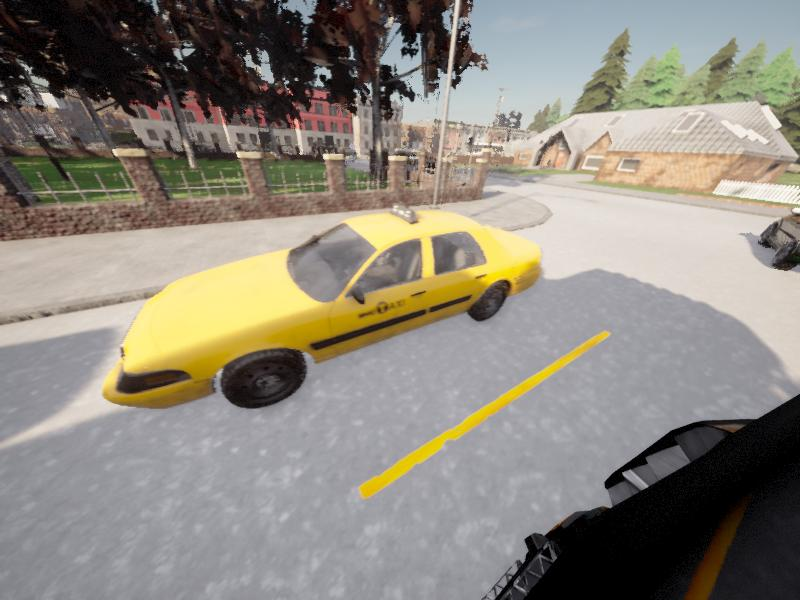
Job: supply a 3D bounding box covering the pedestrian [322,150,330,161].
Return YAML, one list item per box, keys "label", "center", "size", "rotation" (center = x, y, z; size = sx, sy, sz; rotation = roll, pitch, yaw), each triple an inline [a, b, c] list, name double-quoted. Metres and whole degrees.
- label: "pedestrian"
  center: [-10.865, -21.239, 33.937]
  size: [0.751, 1.300, 0.751]
  rotation: [-16, 38, -26]

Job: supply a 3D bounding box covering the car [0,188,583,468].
- label: "car"
  center: [-0.231, -0.435, 3.172]
  size: [5.366, 1.575, 1.801]
  rotation: [-16, 38, -25]

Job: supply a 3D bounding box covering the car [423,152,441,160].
- label: "car"
  center: [7.616, -34.140, 54.760]
  size: [3.633, 1.501, 1.845]
  rotation: [-16, 38, -26]

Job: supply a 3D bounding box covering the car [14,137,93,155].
- label: "car"
  center: [-39.959, -17.888, 26.879]
  size: [4.514, 1.525, 2.007]
  rotation: [-16, 38, -26]

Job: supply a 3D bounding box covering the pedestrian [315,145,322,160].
- label: "pedestrian"
  center: [-12.602, -22.855, 35.754]
  size: [0.751, 1.860, 0.751]
  rotation: [-10, 35, -18]

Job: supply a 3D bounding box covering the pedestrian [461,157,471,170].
- label: "pedestrian"
  center: [8.517, -17.563, 29.714]
  size: [0.751, 1.300, 0.751]
  rotation: [-9, 35, -17]

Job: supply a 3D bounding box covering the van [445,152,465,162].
- label: "van"
  center: [13.720, -35.908, 57.839]
  size: [4.442, 1.987, 1.775]
  rotation: [-16, 38, -26]

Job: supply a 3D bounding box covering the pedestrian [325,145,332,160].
- label: "pedestrian"
  center: [-11.197, -22.976, 36.034]
  size: [0.751, 1.860, 0.751]
  rotation: [-2, 34, -7]

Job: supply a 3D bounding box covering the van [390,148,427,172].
- label: "van"
  center: [0.793, -15.783, 26.047]
  size: [2.069, 2.038, 4.480]
  rotation: [-16, 38, -26]

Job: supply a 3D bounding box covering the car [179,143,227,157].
- label: "car"
  center: [-27.921, -21.340, 32.964]
  size: [4.892, 1.490, 1.837]
  rotation: [-17, 38, -27]

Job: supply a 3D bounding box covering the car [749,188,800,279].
- label: "car"
  center: [11.096, -1.637, 5.751]
  size: [3.988, 1.617, 1.851]
  rotation: [-25, 42, -35]

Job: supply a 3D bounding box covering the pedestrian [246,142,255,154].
- label: "pedestrian"
  center: [-27.147, -27.623, 41.959]
  size: [0.751, 1.860, 0.751]
  rotation: [-26, 43, -36]

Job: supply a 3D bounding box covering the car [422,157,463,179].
- label: "car"
  center: [3.887, -12.507, 21.769]
  size: [1.845, 1.501, 3.633]
  rotation: [-16, 38, -26]

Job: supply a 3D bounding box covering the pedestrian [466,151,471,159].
- label: "pedestrian"
  center: [20.126, -42.302, 67.530]
  size: [0.751, 1.860, 0.751]
  rotation: [-16, 38, -25]

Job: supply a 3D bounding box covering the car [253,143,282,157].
- label: "car"
  center: [-22.568, -25.567, 39.371]
  size: [3.866, 1.878, 1.905]
  rotation: [-16, 38, -25]

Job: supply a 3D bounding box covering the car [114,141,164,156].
- label: "car"
  center: [-33.742, -19.690, 30.010]
  size: [3.705, 1.549, 1.789]
  rotation: [-16, 38, -26]

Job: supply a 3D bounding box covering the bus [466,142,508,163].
- label: "bus"
  center: [23.342, -39.520, 61.909]
  size: [10.273, 4.253, 3.944]
  rotation: [-16, 38, -26]

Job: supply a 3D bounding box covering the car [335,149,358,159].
- label: "car"
  center: [-9.940, -27.196, 43.034]
  size: [3.633, 1.501, 1.845]
  rotation: [13, 35, 16]

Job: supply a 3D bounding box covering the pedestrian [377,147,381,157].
- label: "pedestrian"
  center: [-4.852, -33.837, 52.904]
  size: [0.751, 1.860, 0.751]
  rotation: [-19, 39, -29]
